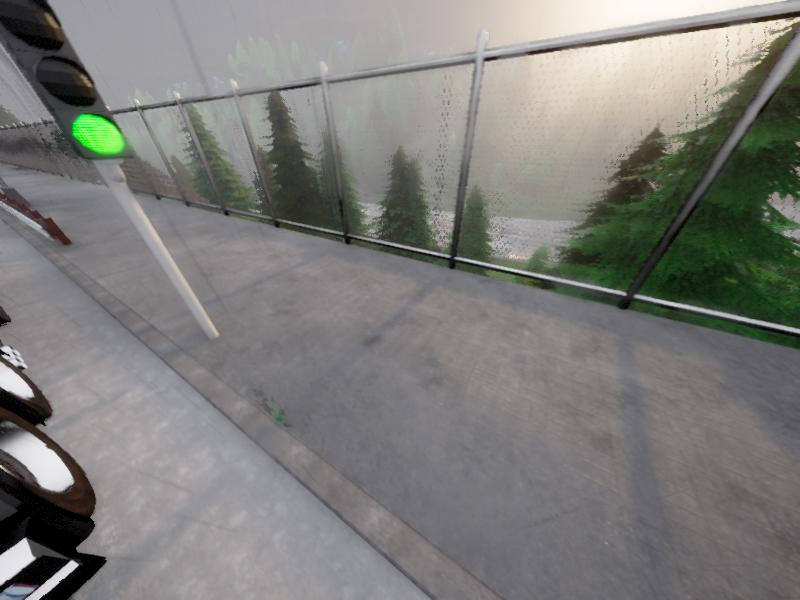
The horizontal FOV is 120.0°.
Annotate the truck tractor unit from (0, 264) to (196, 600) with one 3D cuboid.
[{"bbox_3d":[-5.112,-0.299,0.786,6.516,4.208,3.053,18,39,24],"label":"truck tractor unit"}]
